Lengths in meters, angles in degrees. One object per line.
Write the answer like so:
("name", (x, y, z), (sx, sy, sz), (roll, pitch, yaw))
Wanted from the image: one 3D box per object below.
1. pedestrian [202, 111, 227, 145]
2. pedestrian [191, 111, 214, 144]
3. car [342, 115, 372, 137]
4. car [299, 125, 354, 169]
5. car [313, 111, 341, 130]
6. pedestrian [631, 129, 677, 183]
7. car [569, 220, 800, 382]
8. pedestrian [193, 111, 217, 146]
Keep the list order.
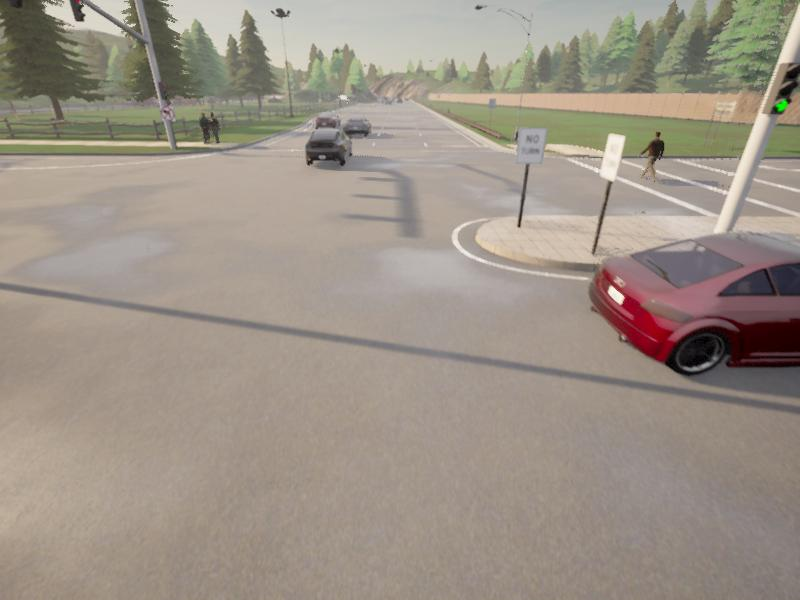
("pedestrian", (-11.446, -10.601, 24.699), (0.751, 1.860, 0.751), (7, 28, 13))
("pedestrian", (-12.303, -10.758, 24.997), (0.751, 1.860, 0.751), (-3, 27, -7))
("car", (-3.522, -14.547, 33.341), (1.994, 1.385, 4.181), (0, 27, 0))
("car", (-3.515, -7.799, 20.102), (1.837, 1.490, 4.892), (0, 28, 0))
("car", (-7.026, -17.529, 39.024), (1.812, 1.442, 4.674), (0, 27, 0))
("pedestrian", (9.660, -5.498, 15.269), (0.751, 1.860, 0.751), (-3, 27, -6))
("car", (4.882, -0.116, 5.373), (4.181, 1.385, 1.994), (0, 27, -1))
("pedestrian", (-11.913, -10.466, 24.434), (0.751, 1.860, 0.751), (24, 36, 39))
